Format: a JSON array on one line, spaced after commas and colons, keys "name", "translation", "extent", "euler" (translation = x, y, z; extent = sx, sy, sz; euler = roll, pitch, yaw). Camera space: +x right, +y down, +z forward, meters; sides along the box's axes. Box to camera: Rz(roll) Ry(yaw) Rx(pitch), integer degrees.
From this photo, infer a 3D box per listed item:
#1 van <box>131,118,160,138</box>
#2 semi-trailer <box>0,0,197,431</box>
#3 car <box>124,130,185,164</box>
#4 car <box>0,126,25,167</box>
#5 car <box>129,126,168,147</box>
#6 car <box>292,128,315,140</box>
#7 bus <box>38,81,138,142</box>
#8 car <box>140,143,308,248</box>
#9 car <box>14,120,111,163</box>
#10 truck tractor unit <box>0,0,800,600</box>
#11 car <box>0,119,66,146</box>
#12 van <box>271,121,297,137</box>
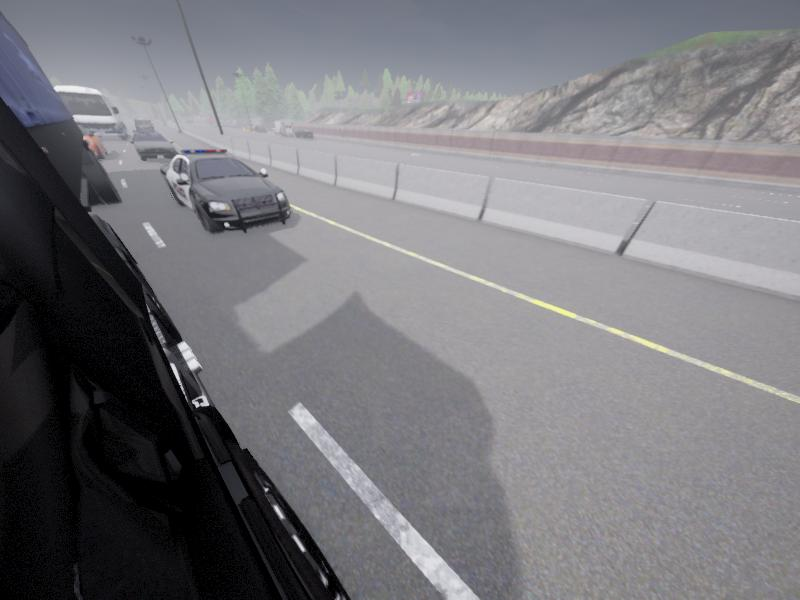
[{"name": "van", "translation": [-33.953, -23.035, 30.867], "extent": [1.775, 1.987, 4.442], "euler": [-26, 46, -33]}, {"name": "semi-trailer", "translation": [-8.493, -3.724, 4.436], "extent": [14.254, 4.402, 2.717], "euler": [30, 45, 32]}, {"name": "car", "translation": [-15.975, -10.010, 14.976], "extent": [2.033, 1.411, 5.357], "euler": [-27, 46, -34]}, {"name": "car", "translation": [-21.226, -7.531, 11.093], "extent": [2.152, 1.651, 5.027], "euler": [-27, 46, -34]}, {"name": "car", "translation": [-24.157, -15.774, 22.236], "extent": [1.994, 1.385, 4.181], "euler": [-26, 45, -33]}, {"name": "car", "translation": [-17.474, -30.094, 41.857], "extent": [1.882, 1.535, 5.008], "euler": [-26, 45, -33]}, {"name": "bus", "translation": [-32.444, -19.908, 24.847], "extent": [3.944, 4.253, 10.273], "euler": [-26, 45, -33]}, {"name": "car", "translation": [-4.965, -3.230, 6.427], "extent": [4.974, 1.542, 2.038], "euler": [30, 44, 31]}, {"name": "car", "translation": [-19.231, -9.326, 13.505], "extent": [2.097, 1.767, 4.553], "euler": [-26, 45, -33]}, {"name": "truck tractor unit", "translation": [-2.645, -0.295, 0.351], "extent": [6.516, 4.208, 3.053], "euler": [28, 44, 30]}, {"name": "car", "translation": [-30.603, -14.110, 19.426], "extent": [1.882, 1.535, 5.008], "euler": [-26, 46, -33]}, {"name": "van", "translation": [-23.803, -34.987, 47.295], "extent": [2.351, 2.431, 6.366], "euler": [-26, 45, -33]}]
